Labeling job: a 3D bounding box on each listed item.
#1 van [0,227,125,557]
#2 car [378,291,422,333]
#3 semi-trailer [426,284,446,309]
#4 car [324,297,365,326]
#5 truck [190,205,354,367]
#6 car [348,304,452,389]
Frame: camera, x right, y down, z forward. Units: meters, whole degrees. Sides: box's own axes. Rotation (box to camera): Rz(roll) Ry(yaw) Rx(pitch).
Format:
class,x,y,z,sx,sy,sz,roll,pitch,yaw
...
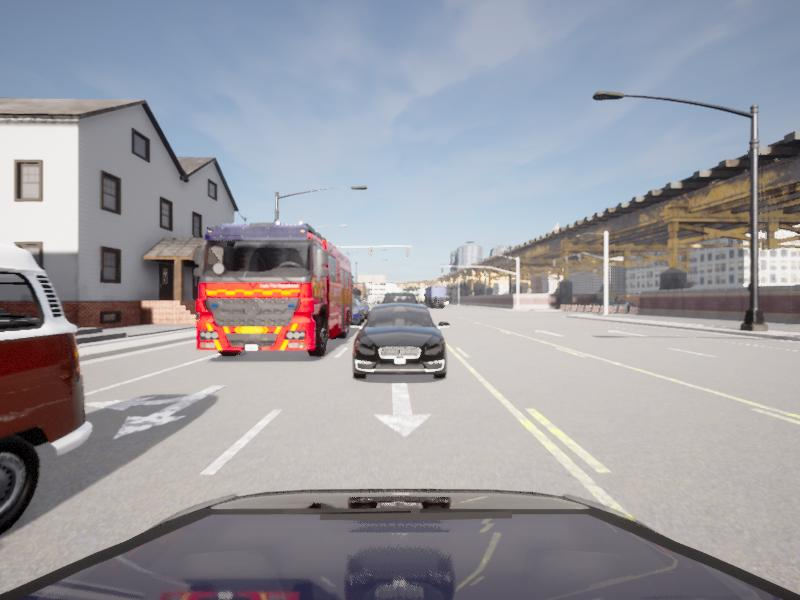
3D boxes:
class,x,y,z,sx,sy,sz,roll,pitch,yaw
van,-3.501,0.570,1.351,2.069,2.038,4.480,0,0,0
car,-0.005,0.561,22.326,2.150,2.045,5.566,0,0,0
semi-trailer,6.993,-0.644,79.742,2.717,4.402,14.254,0,0,0
car,-3.506,0.686,26.193,2.097,1.767,4.553,0,0,0
truck,-3.507,-0.325,13.669,2.891,3.827,8.468,0,0,0
car,-0.004,0.843,9.500,1.837,1.490,4.892,0,0,0
